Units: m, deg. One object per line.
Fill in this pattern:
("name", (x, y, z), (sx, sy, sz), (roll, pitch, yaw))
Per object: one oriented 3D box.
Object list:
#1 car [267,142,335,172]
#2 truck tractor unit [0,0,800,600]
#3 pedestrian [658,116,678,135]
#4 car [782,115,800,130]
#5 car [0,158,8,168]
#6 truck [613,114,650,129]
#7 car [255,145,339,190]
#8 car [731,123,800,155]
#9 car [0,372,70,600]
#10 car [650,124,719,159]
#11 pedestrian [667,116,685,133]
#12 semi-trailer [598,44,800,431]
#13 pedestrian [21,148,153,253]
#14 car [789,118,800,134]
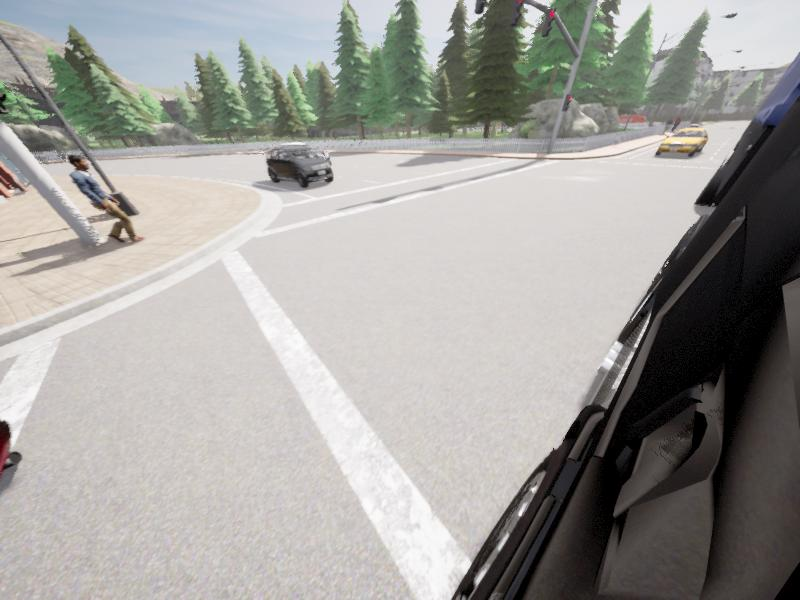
("car", (-6.753, -9.885, 15.879), (3.806, 1.475, 1.970), (17, 41, 24))
("truck tractor unit", (2.645, -0.295, 0.352), (6.516, 4.208, 3.053), (-28, 44, -30))
("pedestrian", (33.927, -22.044, 29.249), (0.751, 1.860, 0.751), (-23, 42, -25))
("car", (57.296, -25.550, 33.166), (5.008, 1.535, 1.882), (-28, 44, -30))
("car", (-45.541, -14.354, 23.829), (4.611, 1.667, 2.242), (-16, 39, -17))
("truck", (55.365, -42.717, 55.324), (2.627, 2.467, 5.204), (-27, 43, -29))
("car", (-5.061, -6.627, 11.388), (3.705, 1.549, 1.789), (24, 44, 30))
("car", (25.062, -11.095, 15.796), (4.792, 1.488, 2.163), (-28, 44, -30))
("car", (-4.356, 1.884, 0.281), (4.181, 1.385, 1.994), (-28, 44, -30))
("car", (19.305, -10.780, 15.618), (5.366, 1.575, 1.801), (-27, 43, -29))
("pedestrian", (38.462, -24.466, 32.217), (0.751, 1.860, 0.751), (-25, 42, -27))
("semi-trailer", (8.697, -3.587, 4.255), (14.254, 4.402, 2.717), (-28, 44, -30))
("pedestrian", (-6.413, -2.103, 4.938), (0.751, 1.860, 0.751), (-28, 44, -30))
("car", (46.957, -20.006, 26.373), (5.008, 1.535, 1.882), (-29, 44, -30))
